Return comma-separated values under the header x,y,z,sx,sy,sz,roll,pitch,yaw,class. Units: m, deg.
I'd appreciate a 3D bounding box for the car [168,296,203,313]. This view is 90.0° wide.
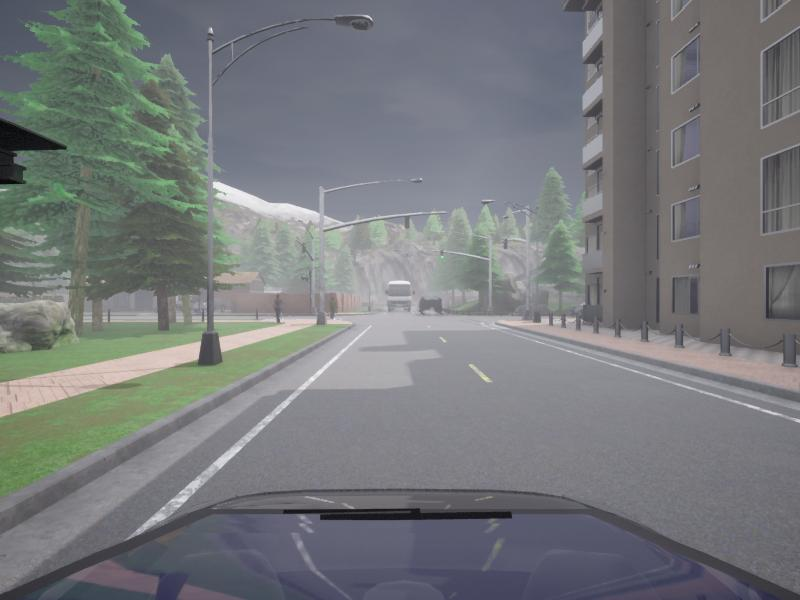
x,y,z,sx,sy,sz,roll,pitch,yaw,class
-24.091,0.505,45.073,1.905,1.878,3.866,0,0,-1,car

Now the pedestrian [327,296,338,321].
x,y,z,sx,sy,sz,roll,pitch,yaw,class
-5.000,0.634,29.651,0.751,1.860,0.751,0,0,-16,pedestrian

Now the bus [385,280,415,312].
x,y,z,sx,sy,sz,roll,pitch,yaw,class
0.035,-0.534,57.845,3.944,4.253,10.273,0,0,0,bus

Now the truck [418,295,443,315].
x,y,z,sx,sy,sz,roll,pitch,yaw,class
3.432,0.541,45.933,2.390,2.098,6.274,0,0,0,truck

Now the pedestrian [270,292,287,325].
x,y,z,sx,sy,sz,roll,pitch,yaw,class
-7.072,0.484,23.341,0.751,1.860,0.751,0,0,0,pedestrian

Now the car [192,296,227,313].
x,y,z,sx,sy,sz,roll,pitch,yaw,class
-21.587,0.503,45.523,1.932,1.855,4.605,0,0,-1,car
